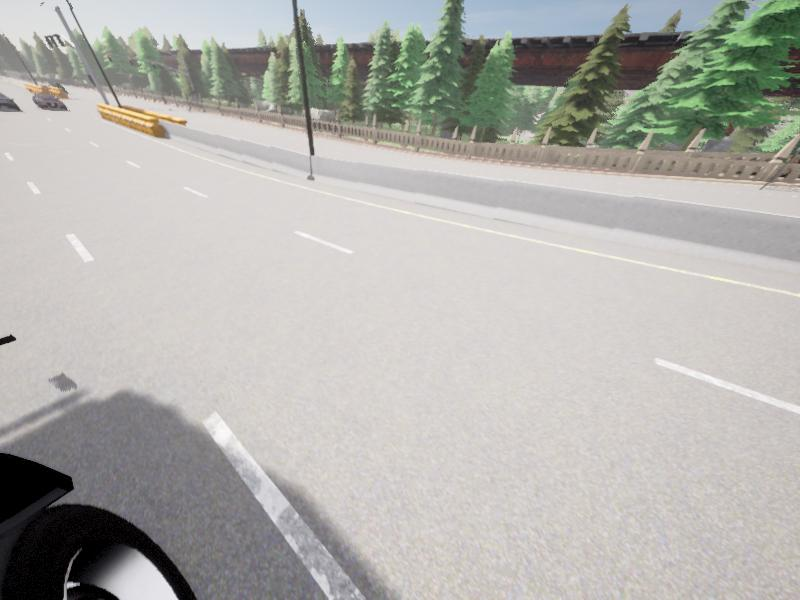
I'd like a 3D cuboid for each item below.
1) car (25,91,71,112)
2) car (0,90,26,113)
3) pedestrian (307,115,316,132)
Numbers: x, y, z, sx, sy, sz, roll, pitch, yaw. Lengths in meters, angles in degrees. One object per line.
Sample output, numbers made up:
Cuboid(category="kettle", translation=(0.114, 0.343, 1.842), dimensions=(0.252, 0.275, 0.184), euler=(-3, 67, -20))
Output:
Cuboid(category="car", translation=(-40.299, -22.715, 26.457), dimensions=(4.181, 1.385, 1.994), euler=(28, 43, 24))
Cuboid(category="car", translation=(-39.755, -19.746, 22.826), dimensions=(5.357, 1.411, 2.033), euler=(28, 43, 24))
Cuboid(category="pedestrian", translation=(-12.964, -25.890, 33.868), dimensions=(0.751, 1.860, 0.751), euler=(28, 43, 24))
